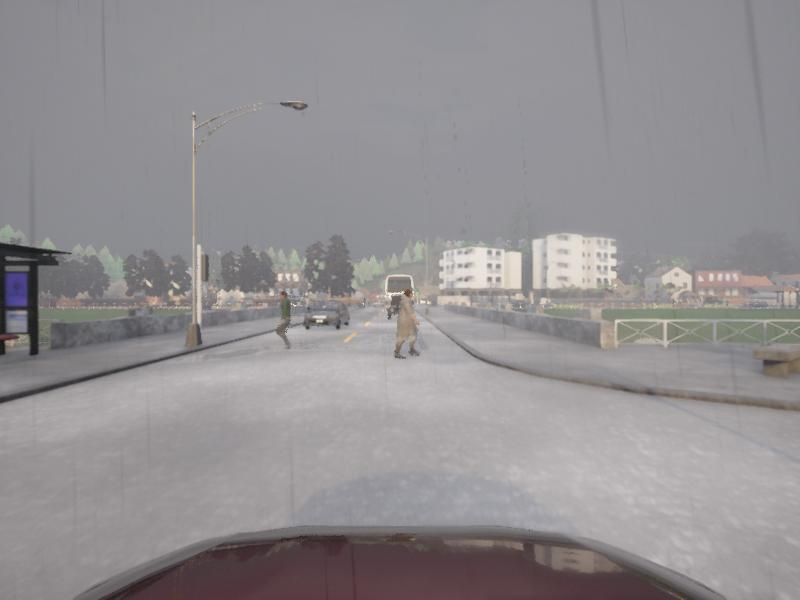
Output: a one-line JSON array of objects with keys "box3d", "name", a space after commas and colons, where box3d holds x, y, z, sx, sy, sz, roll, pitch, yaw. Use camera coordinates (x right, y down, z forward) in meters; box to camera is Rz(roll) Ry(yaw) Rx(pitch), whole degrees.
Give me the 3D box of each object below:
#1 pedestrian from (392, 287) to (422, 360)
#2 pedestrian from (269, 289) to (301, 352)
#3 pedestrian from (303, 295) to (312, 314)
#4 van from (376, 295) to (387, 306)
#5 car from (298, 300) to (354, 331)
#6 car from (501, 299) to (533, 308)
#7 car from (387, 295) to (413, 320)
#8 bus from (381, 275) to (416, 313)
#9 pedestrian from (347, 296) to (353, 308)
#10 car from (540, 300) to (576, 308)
[{"box3d": [0.175, 0.603, 10.536, 0.751, 1.860, 0.751, 0, 0, 0], "name": "pedestrian"}, {"box3d": [-3.481, 0.598, 12.178, 0.751, 1.860, 0.751, 0, 0, -1], "name": "pedestrian"}, {"box3d": [-9.083, 0.407, 39.335, 0.751, 1.860, 0.751, 0, 0, -1], "name": "pedestrian"}, {"box3d": [-4.071, 0.085, 89.458, 2.351, 2.431, 6.366, 0, 0, 0], "name": "van"}, {"box3d": [-3.921, 0.765, 22.153, 2.128, 1.511, 4.902, 0, 0, 1], "name": "car"}, {"box3d": [20.099, 0.624, 68.689, 4.892, 1.490, 1.837, 0, 0, 1], "name": "car"}, {"box3d": [0.002, 0.546, 31.587, 1.905, 1.878, 3.866, 0, 1, -1], "name": "car"}, {"box3d": [-0.163, -0.693, 49.351, 3.944, 4.253, 10.273, 0, 0, 0], "name": "bus"}, {"box3d": [-7.730, 0.335, 61.514, 0.751, 1.860, 0.751, 0, 0, 8], "name": "pedestrian"}, {"box3d": [27.109, 0.673, 68.810, 5.357, 1.411, 2.033, 0, 0, 0], "name": "car"}]
